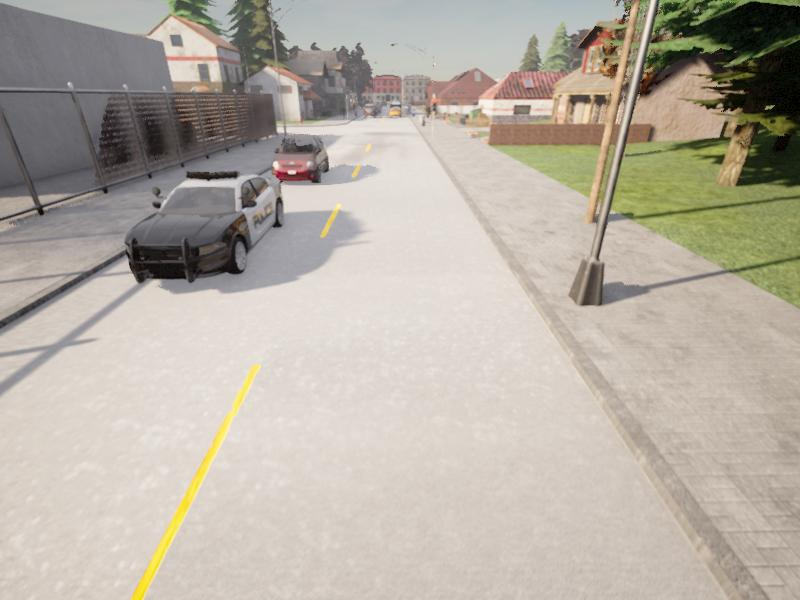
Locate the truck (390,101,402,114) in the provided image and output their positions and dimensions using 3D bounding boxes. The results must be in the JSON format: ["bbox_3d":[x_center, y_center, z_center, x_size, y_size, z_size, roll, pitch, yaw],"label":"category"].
[{"bbox_3d":[-0.793,-38.236,79.484,2.390,2.098,6.274,0,27,0],"label":"truck"}]

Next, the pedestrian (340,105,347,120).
[{"bbox_3d":[-7.925,-26.341,56.102,0.751,1.860,0.751,2,27,5],"label":"pedestrian"}]

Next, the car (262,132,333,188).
[{"bbox_3d":[-3.994,-5.803,16.329,1.851,1.617,3.988,0,27,-1],"label":"car"}]

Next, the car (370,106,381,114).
[{"bbox_3d":[-4.760,-37.385,78.612,1.994,1.385,4.181,0,27,-1],"label":"car"}]

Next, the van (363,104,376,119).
[{"bbox_3d":[-4.622,-29.193,61.849,1.775,1.987,4.442,-1,27,-1],"label":"van"}]

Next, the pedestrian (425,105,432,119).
[{"bbox_3d":[4.062,-26.825,57.053,0.751,1.860,0.751,4,27,7],"label":"pedestrian"}]

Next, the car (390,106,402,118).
[{"bbox_3d":[-0.631,-30.960,65.812,1.882,1.535,5.008,0,27,0],"label":"car"}]

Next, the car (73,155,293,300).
[{"bbox_3d":[-3.968,-1.933,8.692,1.930,1.638,5.238,-1,27,-1],"label":"car"}]

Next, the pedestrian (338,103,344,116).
[{"bbox_3d":[-9.984,-32.312,67.823,0.751,1.860,0.751,-2,27,-3],"label":"pedestrian"}]

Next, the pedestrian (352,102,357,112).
[{"bbox_3d":[-9.440,-39.944,82.812,0.751,1.860,0.751,-4,27,-8],"label":"pedestrian"}]

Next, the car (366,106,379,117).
[{"bbox_3d":[-4.667,-32.480,68.806,2.007,1.525,4.514,-1,27,-1],"label":"car"}]
